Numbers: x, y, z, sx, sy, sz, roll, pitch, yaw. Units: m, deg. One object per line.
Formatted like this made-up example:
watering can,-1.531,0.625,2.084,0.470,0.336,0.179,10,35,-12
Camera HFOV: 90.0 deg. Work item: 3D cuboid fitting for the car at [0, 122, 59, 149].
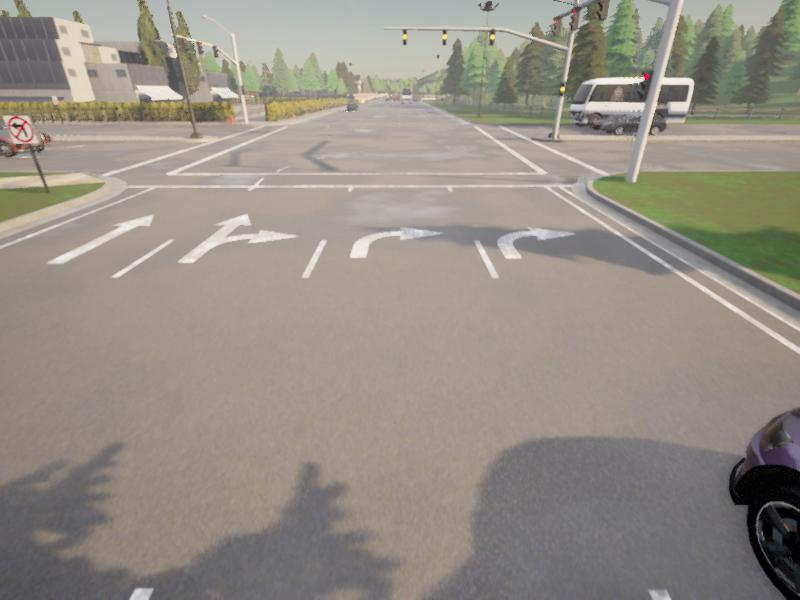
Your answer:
car,-24.140,-10.158,24.636,4.181,1.385,1.994,0,27,-1

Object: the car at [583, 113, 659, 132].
car,19.401,-15.667,35.320,5.357,1.411,2.033,0,27,-1

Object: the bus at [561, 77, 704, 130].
bus,21.438,-18.499,37.685,10.273,4.253,3.944,0,27,-1

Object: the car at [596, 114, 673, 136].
car,18.761,-14.098,32.181,4.892,1.490,1.837,0,27,-1

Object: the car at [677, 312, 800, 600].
car,3.504,1.934,1.056,2.033,1.649,4.856,0,27,0

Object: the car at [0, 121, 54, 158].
car,-22.290,-8.670,21.490,5.027,1.651,2.152,0,27,-1

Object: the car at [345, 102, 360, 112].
car,-8.725,-35.943,74.288,2.128,1.511,4.902,0,27,0
